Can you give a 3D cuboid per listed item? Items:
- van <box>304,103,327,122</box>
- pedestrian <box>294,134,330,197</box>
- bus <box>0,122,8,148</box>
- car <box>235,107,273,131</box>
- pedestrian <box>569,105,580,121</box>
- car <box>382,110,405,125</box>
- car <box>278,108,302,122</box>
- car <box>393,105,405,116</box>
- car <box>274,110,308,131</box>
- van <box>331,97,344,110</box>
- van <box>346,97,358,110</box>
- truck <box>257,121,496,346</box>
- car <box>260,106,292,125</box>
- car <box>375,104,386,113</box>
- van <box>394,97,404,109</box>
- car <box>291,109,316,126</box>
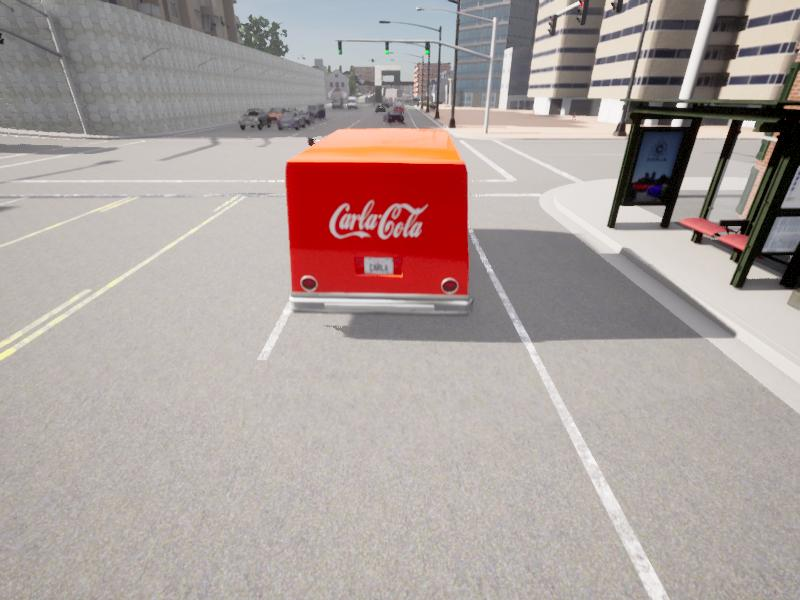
[{"bbox_3d":[-10.614,-23.686,50.572,1.775,1.987,4.442,0,27,0],"label":"van"},{"bbox_3d":[-2.860,-4.431,13.161,0.751,1.860,0.751,7,28,13],"label":"pedestrian"},{"bbox_3d":[-30.086,-11.307,22.719,10.273,4.253,3.944,5,27,-3],"label":"bus"},{"bbox_3d":[-14.091,-17.676,38.992,1.932,1.855,4.605,0,27,0],"label":"car"},{"bbox_3d":[22.591,-24.175,51.744,0.751,1.860,0.751,-4,27,-7],"label":"pedestrian"},{"bbox_3d":[-0.865,-21.540,47.157,1.895,1.301,4.718,-5,28,-10],"label":"car"},{"bbox_3d":[-14.118,-23.893,51.545,1.816,1.474,4.193,0,27,0],"label":"car"},{"bbox_3d":[-0.157,-31.978,67.315,2.007,1.525,4.514,0,27,0],"label":"car"},{"bbox_3d":[-10.591,-17.653,39.226,2.033,1.649,4.856,0,27,0],"label":"car"},{"bbox_3d":[-14.215,-44.630,90.723,1.988,2.561,5.915,0,27,0],"label":"van"},{"bbox_3d":[-10.714,-44.334,90.147,1.988,2.561,5.915,0,27,0],"label":"van"},{"bbox_3d":[-0.167,-1.700,7.250,2.627,2.467,5.204,1,28,2],"label":"truck"},{"bbox_3d":[-14.107,-21.160,45.872,2.097,1.767,4.553,0,27,0],"label":"car"},{"bbox_3d":[-3.679,-37.027,77.217,1.970,1.475,3.806,0,27,0],"label":"car"},{"bbox_3d":[-0.226,-48.255,97.944,2.351,2.431,6.366,0,27,0],"label":"van"},{"bbox_3d":[-10.605,-20.259,44.405,1.845,1.501,3.633,0,27,0],"label":"car"}]
